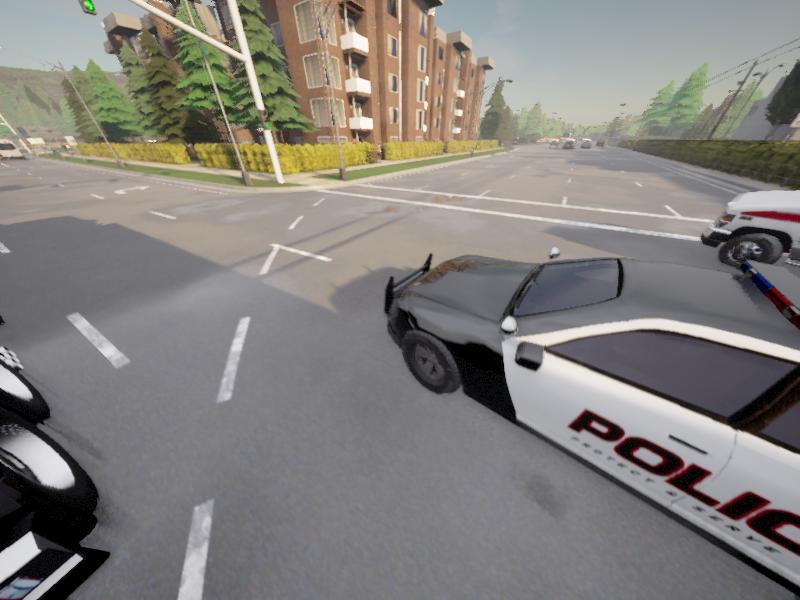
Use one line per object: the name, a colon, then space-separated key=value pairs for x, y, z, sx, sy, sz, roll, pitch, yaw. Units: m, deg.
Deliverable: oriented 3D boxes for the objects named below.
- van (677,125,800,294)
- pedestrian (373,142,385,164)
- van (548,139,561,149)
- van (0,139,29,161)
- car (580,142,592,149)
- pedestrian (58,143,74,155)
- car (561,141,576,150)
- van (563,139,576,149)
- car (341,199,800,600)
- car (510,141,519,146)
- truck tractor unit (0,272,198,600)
van: x=9.080 y=-0.756 z=2.915 sx=2.351 sy=2.431 sz=6.366 roll=-23 pitch=41 yaw=-24
pedestrian: x=-2.124 y=-14.802 z=23.306 sx=0.751 sy=1.860 sz=0.751 roll=19 pitch=40 yaw=26
van: x=40.553 y=-41.093 z=60.729 sx=2.069 sy=2.038 sz=4.480 roll=20 pitch=40 yaw=26
van: x=-58.522 y=-22.311 z=34.364 sx=5.915 sy=2.561 sz=1.988 roll=19 pitch=39 yaw=26
car: x=45.699 y=-38.016 z=56.826 sx=1.994 sy=1.385 sz=4.181 roll=20 pitch=40 yaw=26
pedestrian: x=-60.879 y=-27.474 z=42.075 sx=0.751 sy=1.860 sz=0.751 roll=20 pitch=40 yaw=26
car: x=39.937 y=-36.585 z=54.706 sx=2.242 sy=1.667 sz=4.611 roll=20 pitch=40 yaw=26
van: x=44.229 y=-40.690 z=60.113 sx=2.069 sy=2.038 sz=4.480 roll=20 pitch=40 yaw=26
car: x=2.023 y=0.439 z=2.014 sx=4.974 sy=1.542 sz=2.038 roll=24 pitch=41 yaw=31
car: x=42.555 y=-58.531 z=86.228 sx=1.812 sy=1.442 sz=4.674 roll=5 pitch=35 yaw=8
truck tractor unit: x=-5.124 y=-0.288 z=0.765 sx=6.516 sy=4.208 sz=3.053 roll=18 pitch=39 yaw=24
